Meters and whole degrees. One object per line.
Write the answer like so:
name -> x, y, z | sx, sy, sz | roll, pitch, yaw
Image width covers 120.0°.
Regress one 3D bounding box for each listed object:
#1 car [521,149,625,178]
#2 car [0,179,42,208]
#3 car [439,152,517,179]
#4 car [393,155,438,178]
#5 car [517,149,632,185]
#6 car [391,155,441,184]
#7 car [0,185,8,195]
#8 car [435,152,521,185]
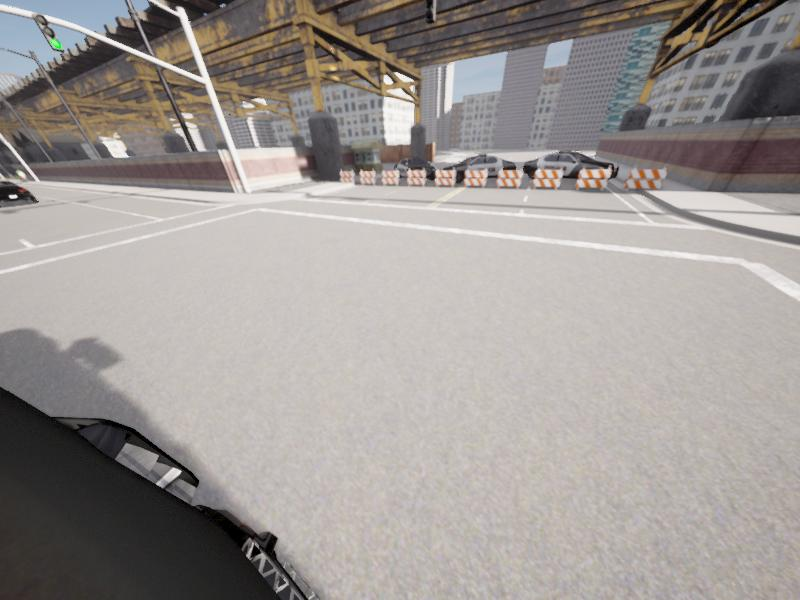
car -> 10.165, -8.336, 14.005 | 1.853, 1.218, 4.536 | -22, 38, -26
car -> -28.185, -7.647, 16.466 | 4.674, 1.442, 1.812 | 14, 37, 24
car -> 5.152, -9.154, 15.642 | 4.536, 1.218, 1.853 | -7, 34, -5
car -> 1.027, -10.228, 17.593 | 1.853, 1.218, 4.536 | -12, 35, -14
car -> 10.201, -8.182, 14.055 | 2.038, 1.542, 4.974 | -22, 38, -26
car -> 1.051, -10.070, 17.639 | 2.038, 1.542, 4.974 | -12, 35, -14
car -> -42.321, -11.431, 23.109 | 4.611, 1.667, 2.242 | 15, 37, 25
car -> 5.108, -9.017, 15.724 | 4.974, 1.542, 2.038 | -7, 34, -5
